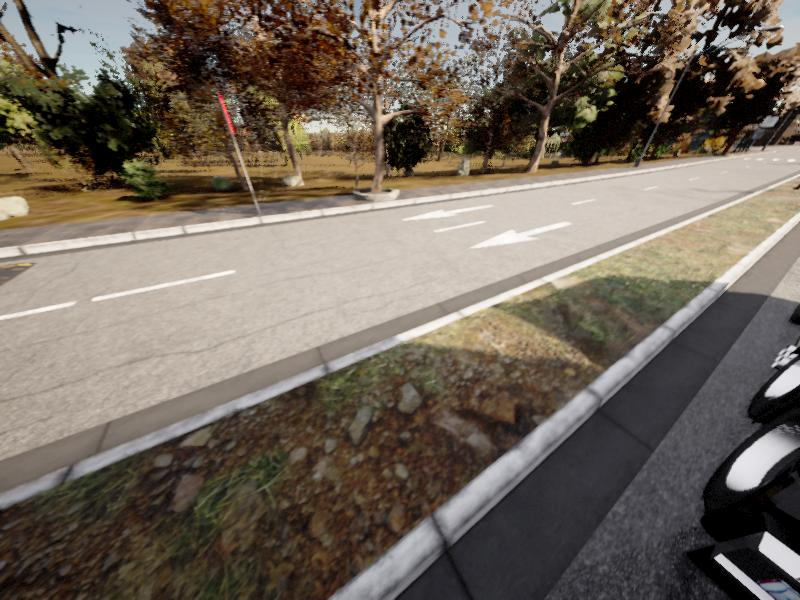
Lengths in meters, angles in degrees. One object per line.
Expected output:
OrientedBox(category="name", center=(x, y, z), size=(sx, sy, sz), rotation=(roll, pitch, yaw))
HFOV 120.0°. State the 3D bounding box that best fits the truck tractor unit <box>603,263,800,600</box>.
OrientedBox(category="truck tractor unit", center=(5.107, -0.305, 0.788), size=(6.516, 4.208, 3.053), rotation=(-18, 39, -24))
